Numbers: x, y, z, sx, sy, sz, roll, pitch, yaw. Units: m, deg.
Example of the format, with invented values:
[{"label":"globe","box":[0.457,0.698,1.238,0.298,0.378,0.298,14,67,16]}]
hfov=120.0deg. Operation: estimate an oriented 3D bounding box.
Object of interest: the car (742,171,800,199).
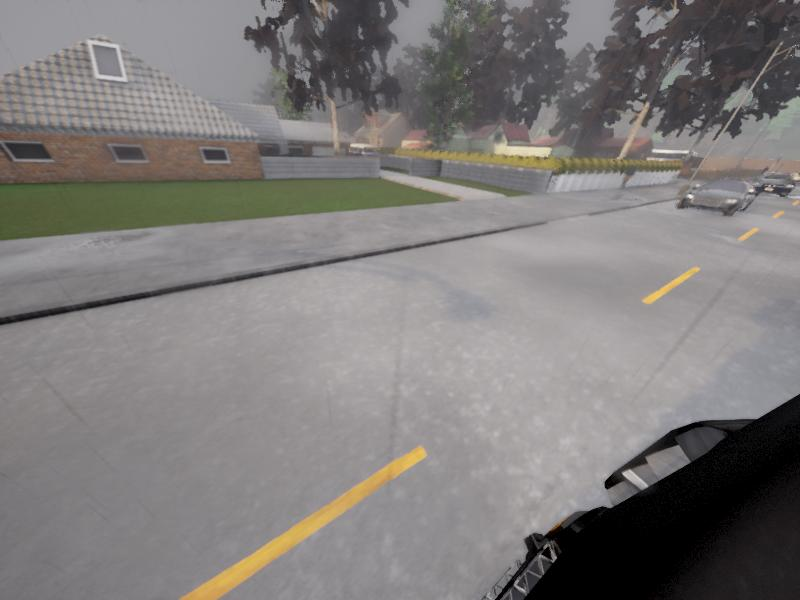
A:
[{"label":"car","box":[31.098,-9.672,19.257,5.027,1.651,2.152,-20,40,-30]}]

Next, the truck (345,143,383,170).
[{"label":"truck","box":[-3.698,-14.595,23.438,2.069,2.038,4.478,-16,38,-26]}]

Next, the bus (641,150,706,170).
[{"label":"bus","box":[76.142,-39.357,64.738,3.944,4.253,10.273,-16,38,-26]}]

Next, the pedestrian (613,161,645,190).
[{"label":"pedestrian","box":[16.948,-9.229,17.130,0.751,1.860,0.751,-16,38,-25]}]

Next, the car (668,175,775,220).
[{"label":"car","box":[16.498,-5.388,11.853,4.974,1.542,2.038,-16,38,-26]}]

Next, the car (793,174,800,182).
[{"label":"car","box":[66.494,-20.078,37.551,4.892,1.490,1.837,-16,38,-26]}]

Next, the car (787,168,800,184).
[{"label":"car","box":[59.717,-18.238,33.962,4.605,1.855,1.932,-16,38,-26]}]

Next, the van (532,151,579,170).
[{"label":"van","box":[26.527,-24.059,39.742,1.988,2.561,5.915,-16,38,-26]}]
